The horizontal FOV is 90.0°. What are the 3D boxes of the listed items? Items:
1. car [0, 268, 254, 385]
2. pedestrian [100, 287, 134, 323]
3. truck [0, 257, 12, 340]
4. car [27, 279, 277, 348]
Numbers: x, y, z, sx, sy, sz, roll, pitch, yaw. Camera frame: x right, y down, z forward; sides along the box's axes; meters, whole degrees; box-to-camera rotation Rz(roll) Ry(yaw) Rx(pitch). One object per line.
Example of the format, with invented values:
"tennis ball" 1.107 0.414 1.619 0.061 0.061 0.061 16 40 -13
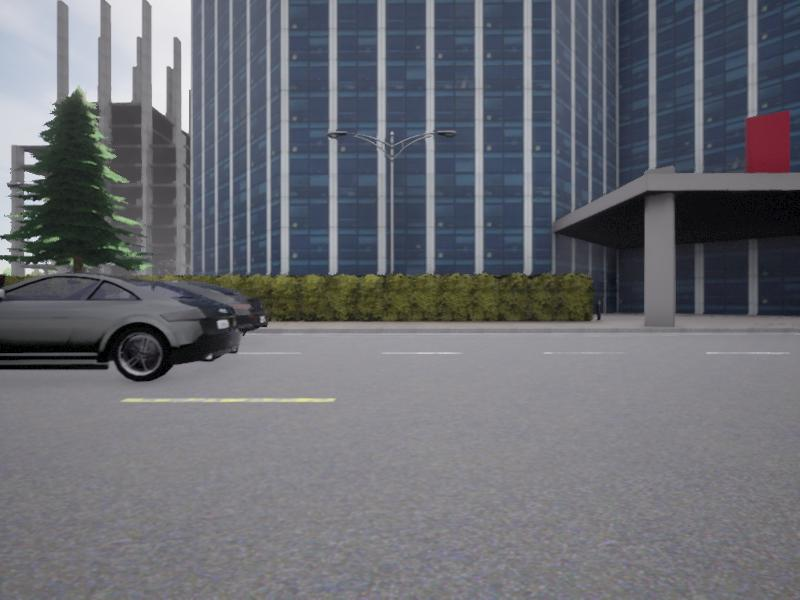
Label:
"car" -4.550 0.317 5.752 4.181 1.385 1.994 0 0 -1
"pedestrian" -10.525 0.185 14.904 0.751 1.300 0.751 0 0 0
"truck" -13.319 -0.033 9.313 6.274 2.098 2.390 0 0 0
"car" -5.458 0.281 9.250 4.674 1.442 1.812 0 0 0
